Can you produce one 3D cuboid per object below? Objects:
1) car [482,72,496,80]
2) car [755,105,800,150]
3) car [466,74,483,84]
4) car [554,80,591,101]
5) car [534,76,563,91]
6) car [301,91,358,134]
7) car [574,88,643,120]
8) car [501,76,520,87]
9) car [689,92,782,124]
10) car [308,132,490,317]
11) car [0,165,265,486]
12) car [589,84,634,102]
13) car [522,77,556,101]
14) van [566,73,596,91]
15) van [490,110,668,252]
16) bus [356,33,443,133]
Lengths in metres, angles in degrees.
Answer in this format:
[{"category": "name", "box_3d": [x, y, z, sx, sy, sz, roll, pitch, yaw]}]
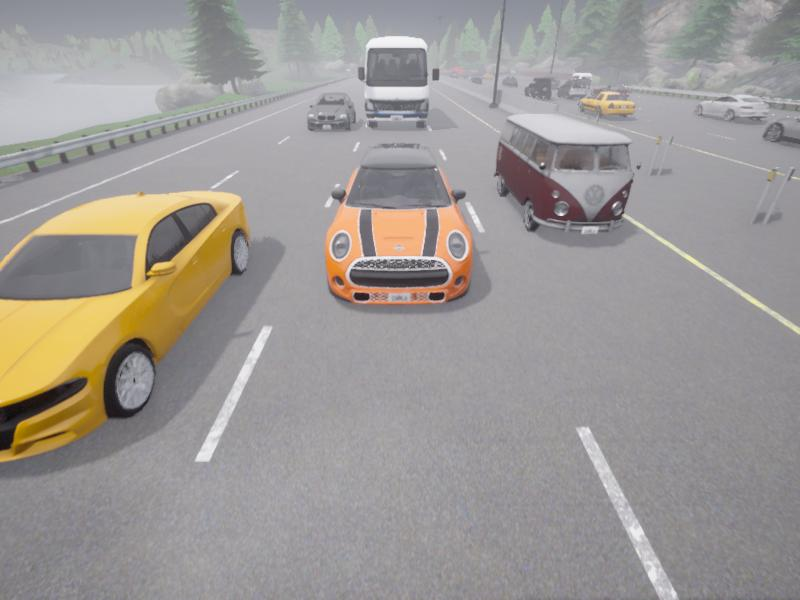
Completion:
[{"category": "car", "box_3d": [20.190, -50.816, 90.792, 1.801, 1.575, 5.366, 0, 30, 0]}, {"category": "car", "box_3d": [17.404, -7.039, 16.466, 1.970, 1.475, 3.806, 0, 30, 0]}, {"category": "car", "box_3d": [13.396, -39.750, 71.935, 2.038, 1.542, 4.974, 0, 30, 0]}, {"category": "car", "box_3d": [17.224, -21.038, 40.126, 1.851, 1.617, 3.988, 0, 30, 0]}, {"category": "car", "box_3d": [20.574, -30.201, 55.639, 2.242, 1.667, 4.611, 0, 30, 0]}, {"category": "car", "box_3d": [-3.650, -10.263, 21.734, 2.242, 1.667, 4.611, 0, 30, 0]}, {"category": "car", "box_3d": [13.823, -13.273, 26.952, 1.801, 1.575, 5.366, 0, 30, 0]}, {"category": "car", "box_3d": [17.006, -33.882, 61.990, 1.845, 1.501, 3.633, 0, 30, 0]}, {"category": "car", "box_3d": [20.837, -12.132, 25.157, 1.812, 1.442, 4.674, 0, 30, 0]}, {"category": "car", "box_3d": [-0.025, -1.684, 7.037, 2.097, 1.767, 4.553, 0, 30, 0]}, {"category": "car", "box_3d": [-3.510, -0.388, 5.083, 1.882, 1.535, 5.008, 0, 30, 0]}, {"category": "car", "box_3d": [20.727, -20.436, 39.413, 1.895, 1.301, 4.718, 0, 30, 0]}, {"category": "car", "box_3d": [13.724, -20.970, 39.727, 1.905, 1.878, 3.866, 0, 30, 0]}, {"category": "van", "box_3d": [24.446, -29.634, 54.314, 2.069, 2.038, 4.480, 2, 31, 3]}, {"category": "van", "box_3d": [3.460, -2.904, 8.920, 1.775, 1.987, 4.442, 0, 31, 0]}, {"category": "bus", "box_3d": [-0.043, -12.918, 23.707, 3.944, 4.253, 10.273, 0, 30, 0]}]
